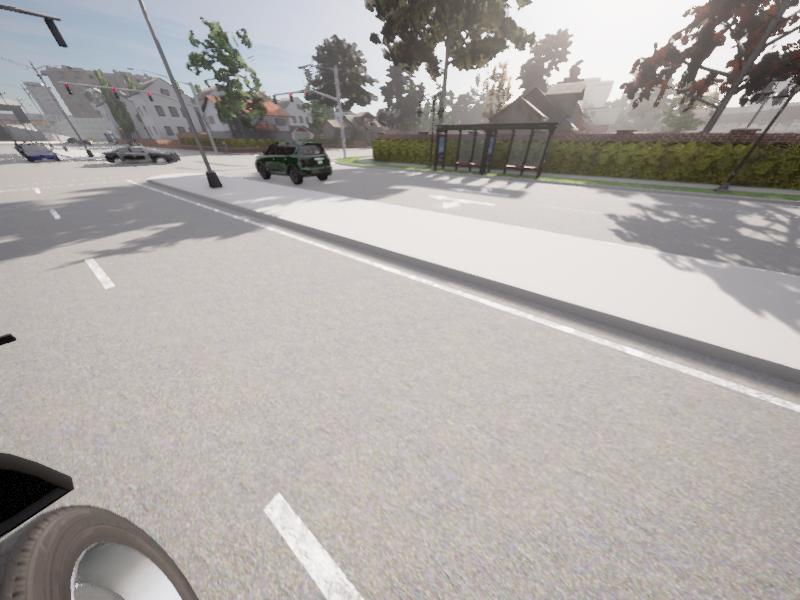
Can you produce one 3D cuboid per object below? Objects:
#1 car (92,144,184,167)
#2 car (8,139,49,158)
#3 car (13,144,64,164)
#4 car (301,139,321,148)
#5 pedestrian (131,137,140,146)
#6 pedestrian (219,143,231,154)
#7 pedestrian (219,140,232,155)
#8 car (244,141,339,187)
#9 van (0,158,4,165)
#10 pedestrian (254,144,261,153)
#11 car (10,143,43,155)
[{"bbox_3d":[-24.200,-13.650,21.693,5.238,1.638,1.930,-12,38,-16],"label":"car"},{"bbox_3d":[-46.704,-19.106,29.053,3.866,1.878,1.905,22,41,28],"label":"car"},{"bbox_3d":[-37.447,-15.192,23.920,4.792,1.488,2.163,22,40,27],"label":"car"},{"bbox_3d":[-19.790,-34.918,51.490,3.806,1.475,1.970,22,41,28],"label":"car"},{"bbox_3d":[-67.386,-40.346,58.785,0.751,1.860,0.751,26,43,32],"label":"pedestrian"},{"bbox_3d":[-25.870,-22.478,34.221,0.751,1.300,0.751,18,39,23],"label":"pedestrian"},{"bbox_3d":[-24.874,-21.745,32.956,0.751,1.860,0.751,-7,36,-10],"label":"pedestrian"},{"bbox_3d":[-6.633,-8.478,14.132,5.566,2.045,2.150,22,41,28],"label":"car"},{"bbox_3d":[-39.452,-13.755,21.379,4.480,2.038,2.069,22,41,28],"label":"van"},{"bbox_3d":[-22.510,-24.006,36.595,0.500,1.100,0.500,24,41,29],"label":"pedestrian"},{"bbox_3d":[-53.825,-21.765,33.289,4.718,1.301,1.895,22,41,28],"label":"car"}]
